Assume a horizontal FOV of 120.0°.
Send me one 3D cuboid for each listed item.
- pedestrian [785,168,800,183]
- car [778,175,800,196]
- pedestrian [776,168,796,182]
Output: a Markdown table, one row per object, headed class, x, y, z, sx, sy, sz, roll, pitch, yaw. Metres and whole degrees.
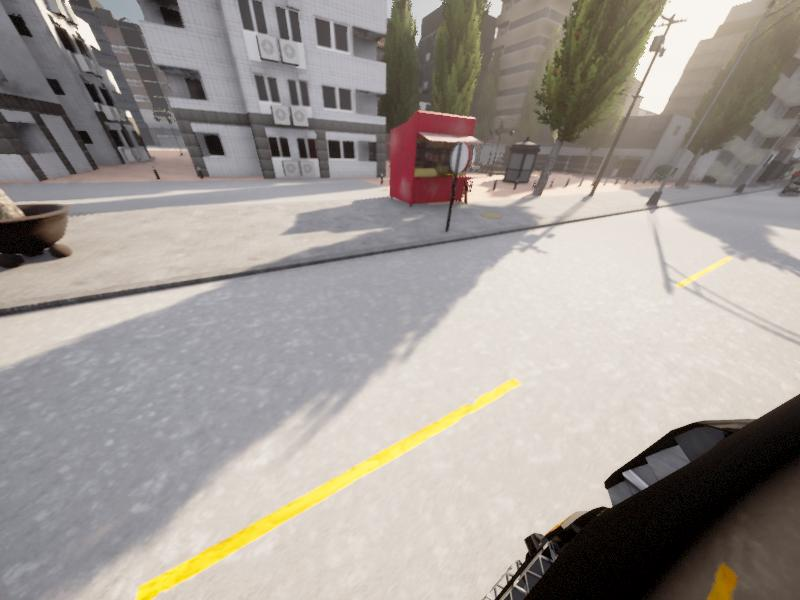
| class | x | y | z | sx | sy | sz | roll | pitch | yaw |
| --- | --- | --- | --- | --- | --- | --- | --- | --- | --- |
| pedestrian | 59.827 | -18.787 | 34.906 | 0.751 | 1.860 | 0.751 | -15 | 37 | -25 |
| car | 38.292 | -10.749 | 21.708 | 4.514 | 1.525 | 2.007 | -15 | 37 | -25 |
| pedestrian | 61.416 | -19.911 | 36.757 | 0.751 | 1.860 | 0.751 | -13 | 37 | -23 |
